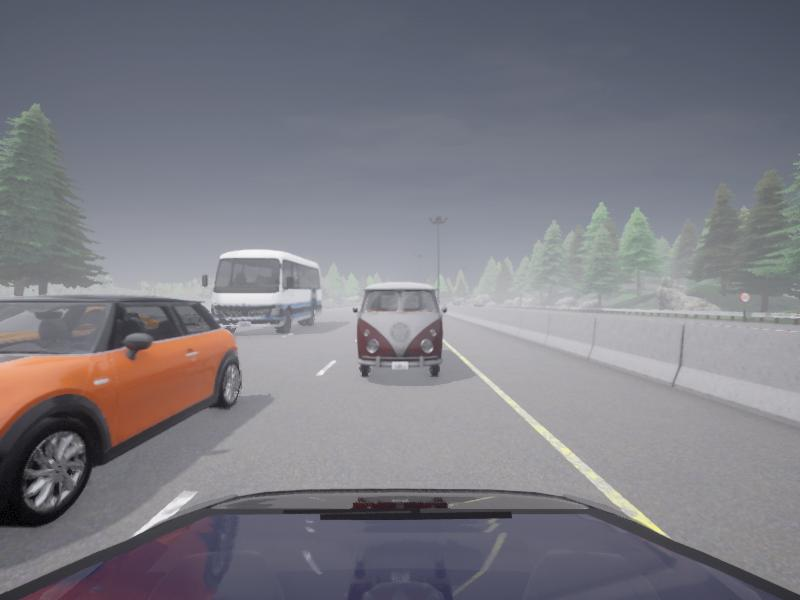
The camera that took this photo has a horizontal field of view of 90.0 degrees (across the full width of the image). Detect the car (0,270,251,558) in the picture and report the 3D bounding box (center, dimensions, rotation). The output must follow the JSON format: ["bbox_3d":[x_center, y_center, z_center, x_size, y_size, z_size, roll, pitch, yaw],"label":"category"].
[{"bbox_3d":[-3.501,0.711,4.292,2.097,1.767,4.553,0,0,0],"label":"car"}]

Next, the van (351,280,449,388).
[{"bbox_3d":[-0.001,0.630,9.526,1.775,1.987,4.442,0,0,0],"label":"van"}]

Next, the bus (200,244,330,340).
[{"bbox_3d":[-6.880,-0.474,22.875,3.944,4.253,10.273,0,1,0],"label":"bus"}]

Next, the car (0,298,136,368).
[{"bbox_3d":[-10.502,0.791,11.888,2.242,1.667,4.611,0,0,0],"label":"car"}]

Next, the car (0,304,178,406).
[{"bbox_3d":[-7.001,0.850,8.408,1.882,1.535,5.008,0,0,0],"label":"car"}]
